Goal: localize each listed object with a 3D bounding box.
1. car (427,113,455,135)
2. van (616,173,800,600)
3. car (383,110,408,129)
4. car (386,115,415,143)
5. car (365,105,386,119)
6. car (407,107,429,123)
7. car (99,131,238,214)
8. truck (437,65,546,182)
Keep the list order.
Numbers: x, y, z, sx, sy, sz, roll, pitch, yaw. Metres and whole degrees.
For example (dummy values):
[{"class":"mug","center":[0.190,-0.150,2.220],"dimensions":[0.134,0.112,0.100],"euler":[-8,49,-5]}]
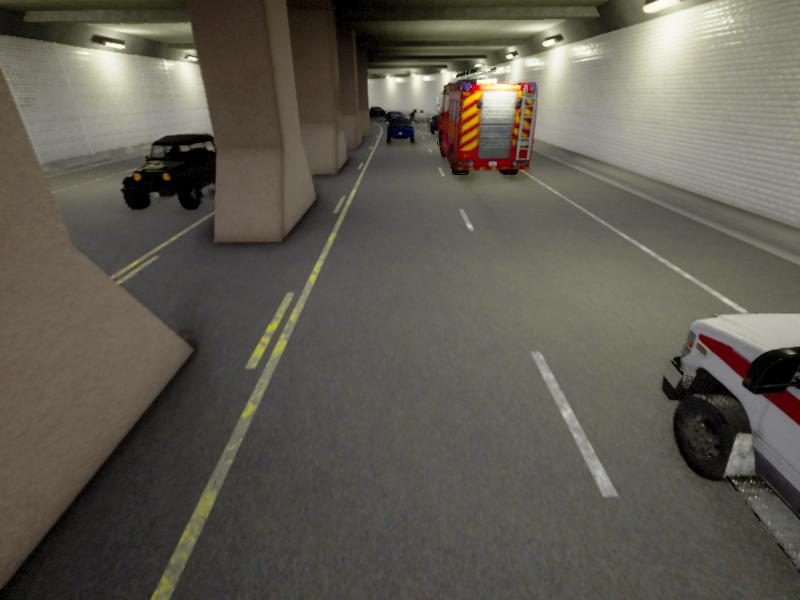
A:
[{"class":"car","center":[3.450,-15.086,34.174],"dimensions":[1.812,1.442,4.674],"euler":[-1,27,-1]},{"class":"van","center":[3.507,1.519,0.943],"dimensions":[2.351,2.431,6.366],"euler":[0,27,0]},{"class":"car","center":[-0.519,-18.577,41.051],"dimensions":[2.033,1.411,5.357],"euler":[-3,27,-5]},{"class":"car","center":[0.036,-12.505,29.126],"dimensions":[1.882,1.535,5.008],"euler":[0,27,0]},{"class":"car","center":[-3.434,-25.726,54.786],"dimensions":[1.882,1.535,5.008],"euler":[-7,28,-13]},{"class":"car","center":[2.092,-21.563,46.648],"dimensions":[1.845,1.501,3.633],"euler":[-4,28,-8]},{"class":"car","center":[-6.982,-4.173,12.716],"dimensions":[1.905,1.878,3.866],"euler":[0,27,0]},{"class":"truck","center":[3.522,-8.168,18.178],"dimensions":[2.891,3.827,8.468],"euler":[0,27,0]}]
